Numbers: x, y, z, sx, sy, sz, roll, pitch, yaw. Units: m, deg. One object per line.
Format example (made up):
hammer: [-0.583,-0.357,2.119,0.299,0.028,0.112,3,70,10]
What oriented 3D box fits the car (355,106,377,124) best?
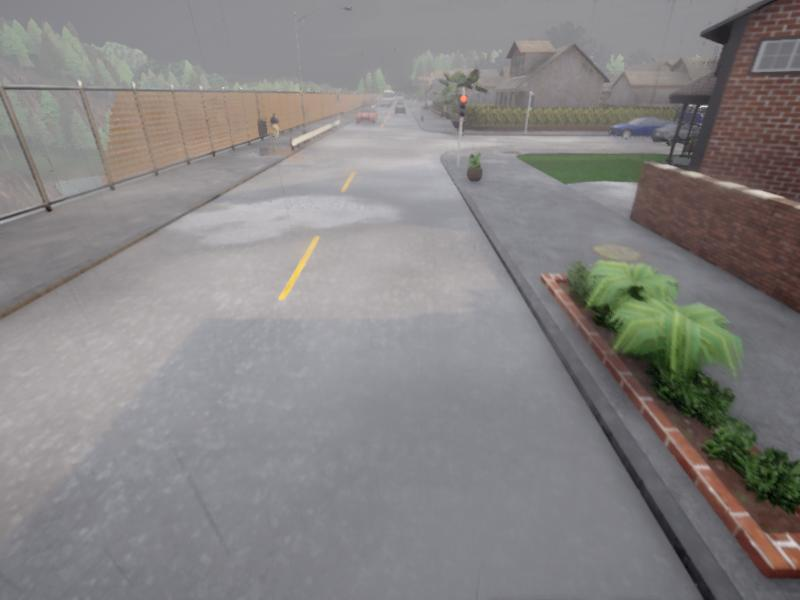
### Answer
car: [-3.947,-21.843,47.186,2.097,1.767,4.553,0,27,0]

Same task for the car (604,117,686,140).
car: [19.061,-13.476,31.339,5.008,1.535,1.882,1,27,1]

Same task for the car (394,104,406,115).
car: [0.035,-32.530,68.311,1.882,1.535,5.008,0,27,0]

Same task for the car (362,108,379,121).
car: [-3.980,-25.005,53.810,1.994,1.385,4.181,0,27,0]

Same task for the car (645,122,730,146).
car: [19.920,-11.596,27.868,4.181,1.385,1.994,-1,27,-2]

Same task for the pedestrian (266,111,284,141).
pedestrian: [-8.583,-11.944,27.517,0.751,1.860,0.751,1,27,1]

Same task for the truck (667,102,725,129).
truck: [29.272,-18.362,39.777,2.069,2.038,4.478,0,30,0]
